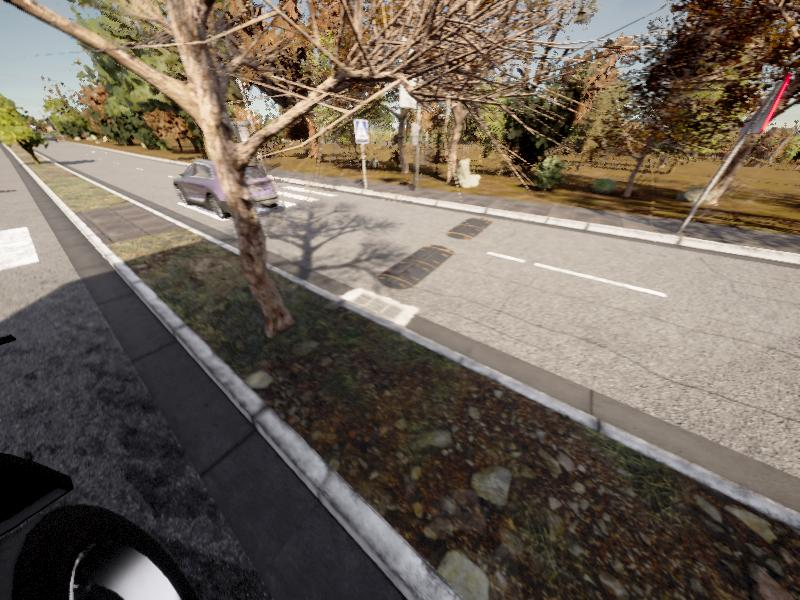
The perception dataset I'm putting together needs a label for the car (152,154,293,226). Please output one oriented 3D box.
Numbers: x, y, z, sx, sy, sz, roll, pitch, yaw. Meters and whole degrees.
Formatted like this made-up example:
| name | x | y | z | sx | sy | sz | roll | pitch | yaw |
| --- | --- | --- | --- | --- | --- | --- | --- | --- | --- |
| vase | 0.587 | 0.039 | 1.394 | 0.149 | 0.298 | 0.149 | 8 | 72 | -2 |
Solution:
| name | x | y | z | sx | sy | sz | roll | pitch | yaw |
| --- | --- | --- | --- | --- | --- | --- | --- | --- | --- |
| car | -6.470 | -4.234 | 8.430 | 4.856 | 1.649 | 2.033 | 22 | 41 | 28 |
